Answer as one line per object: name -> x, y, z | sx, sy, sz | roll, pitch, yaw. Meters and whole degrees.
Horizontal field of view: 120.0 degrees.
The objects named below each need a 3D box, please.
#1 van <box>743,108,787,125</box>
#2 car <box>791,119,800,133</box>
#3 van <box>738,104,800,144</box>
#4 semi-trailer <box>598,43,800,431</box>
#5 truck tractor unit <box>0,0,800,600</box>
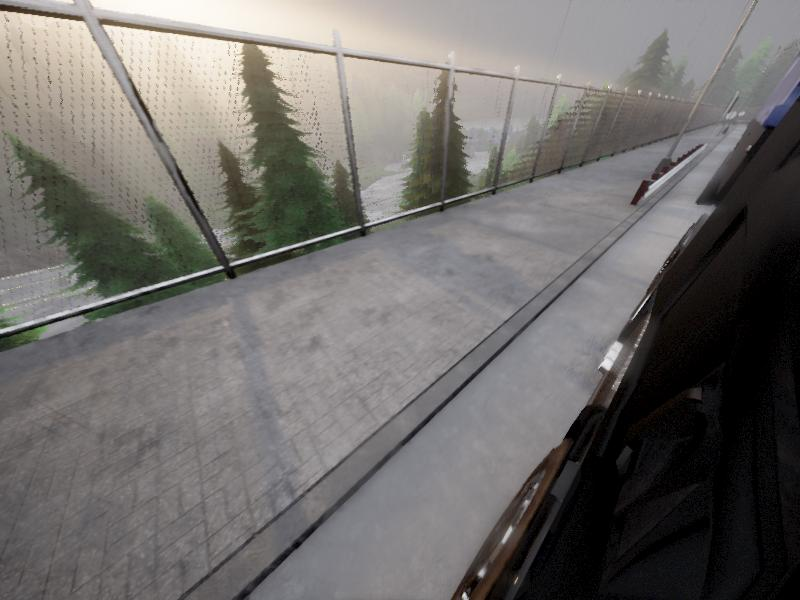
van -> 78.490, -39.435, 49.703 | 5.915, 2.561, 1.988 | -10, 36, -9
car -> 50.760, -21.616, 28.458 | 5.357, 1.411, 2.033 | -28, 44, -30
van -> 32.615, -15.564, 20.443 | 5.915, 2.561, 1.988 | -28, 44, -30
semi-trailer -> 8.698, -3.591, 4.249 | 14.254, 4.402, 2.717 | -28, 44, -30
truck tractor unit -> 2.645, -0.295, 0.351 | 6.516, 4.208, 3.053 | -28, 44, -30
